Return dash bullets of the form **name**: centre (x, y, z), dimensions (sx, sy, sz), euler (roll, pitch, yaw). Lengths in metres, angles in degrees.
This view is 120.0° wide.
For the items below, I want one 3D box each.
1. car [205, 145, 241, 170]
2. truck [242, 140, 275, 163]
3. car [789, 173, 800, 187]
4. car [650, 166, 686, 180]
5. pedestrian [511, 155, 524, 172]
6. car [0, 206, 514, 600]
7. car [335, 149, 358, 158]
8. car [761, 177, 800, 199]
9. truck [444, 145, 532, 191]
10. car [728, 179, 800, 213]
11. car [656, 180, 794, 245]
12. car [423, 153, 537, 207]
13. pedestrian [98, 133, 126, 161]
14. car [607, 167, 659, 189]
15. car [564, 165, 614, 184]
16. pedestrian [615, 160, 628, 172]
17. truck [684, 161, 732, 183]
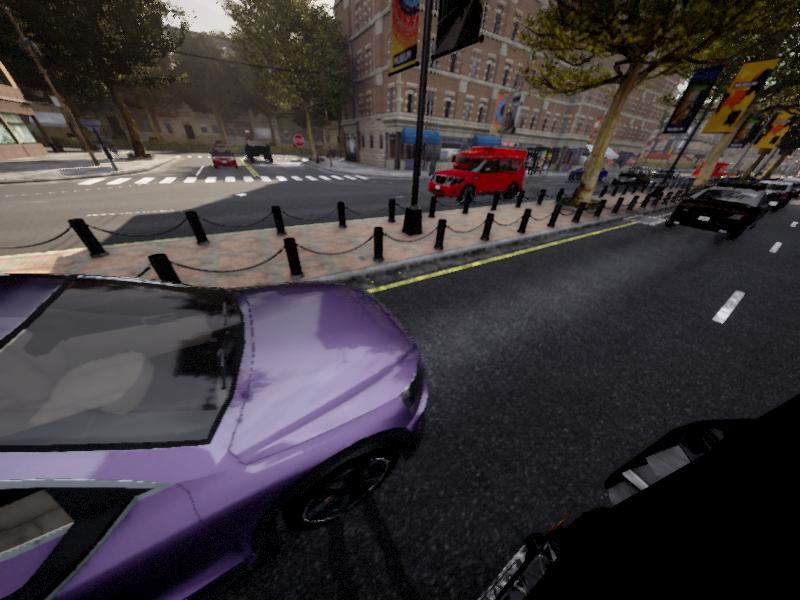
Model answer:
- **car**: centre (-15.177, -12.292, 19.879), dimensions (1.851, 1.617, 3.988), euler (-17, 38, -28)
- **truck**: centre (-17.142, -17.954, 27.834), dimensions (2.390, 2.098, 6.274), euler (-17, 38, -28)
- **car**: centre (62.405, -18.346, 35.349), dimensions (5.027, 1.651, 2.152), euler (-16, 38, -27)
- **car**: centre (40.647, -19.263, 35.047), dimensions (4.974, 1.542, 2.038), euler (-16, 38, -27)
- **pedestrian**: centre (15.650, -18.188, 30.759), dimensions (0.751, 1.860, 0.751), euler (-21, 41, -32)
- **car**: centre (-2.081, 0.759, 1.194), dimensions (4.856, 1.649, 2.033), euler (-16, 38, -27)
- **car**: centre (-11.098, -30.634, 48.160), dimensions (4.181, 1.385, 1.994), euler (-17, 38, -27)
- **car**: centre (35.858, -10.417, 21.309), dimensions (4.892, 1.490, 1.837), euler (-17, 38, -27)
- **truck**: centre (6.209, -9.429, 16.525), dimensions (5.204, 2.467, 2.627), euler (-16, 38, -27)
- **car**: centre (23.369, -6.715, 14.709), dimensions (3.806, 1.475, 1.970), euler (-16, 38, -27)
- **car**: centre (12.704, -3.628, 9.021), dimensions (5.238, 1.638, 1.930), euler (-16, 38, -27)
- **car**: centre (4.209, -6.420, 12.179), dimensions (5.566, 2.045, 2.150), euler (-17, 38, -26)
- **pedestrian**: centre (-24.079, -12.798, 19.368), dimensions (0.751, 1.860, 0.751), euler (-24, 42, -35)
- **car**: centre (21.804, -11.456, 21.632), dimensions (3.988, 1.617, 1.851), euler (-16, 38, -27)
- **car**: centre (19.545, -13.015, 23.868), dimensions (5.008, 1.535, 1.882), euler (-17, 38, -27)
- **pedestrian**: centre (41.094, -24.857, 42.918), dimensions (0.751, 1.860, 0.751), euler (-5, 34, -12)
- **truck**: centre (44.482, -18.522, 33.398), dimensions (5.204, 2.467, 2.627), euler (-16, 38, -27)
